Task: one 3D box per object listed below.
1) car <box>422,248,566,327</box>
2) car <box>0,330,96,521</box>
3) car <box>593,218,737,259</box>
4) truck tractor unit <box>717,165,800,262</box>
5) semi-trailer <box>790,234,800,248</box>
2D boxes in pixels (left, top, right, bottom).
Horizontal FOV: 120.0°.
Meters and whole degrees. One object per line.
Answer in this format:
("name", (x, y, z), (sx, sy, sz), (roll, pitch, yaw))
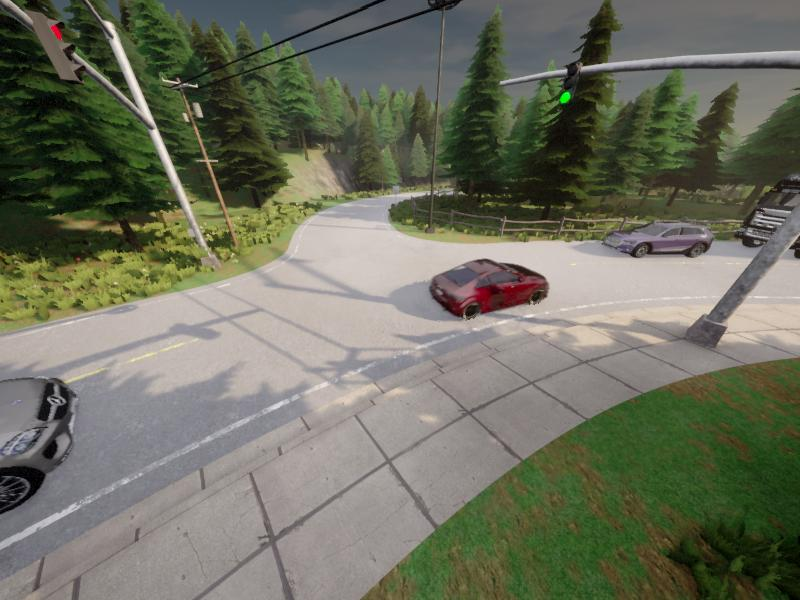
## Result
("car", (3.132, -0.638, 8.049), (4.181, 1.385, 1.994), (-11, 32, -18))
("car", (-7.357, 2.548, 2.275), (2.152, 1.651, 5.027), (24, 38, 35))
("car", (13.963, -3.365, 12.511), (4.856, 1.649, 2.033), (0, 30, 0))
("truck tractor unit", (22.726, -4.415, 11.743), (6.516, 4.208, 3.053), (1, 30, 1))
("semi-trailer", (30.635, -4.395, 11.504), (14.254, 4.402, 2.717), (1, 30, 1))
